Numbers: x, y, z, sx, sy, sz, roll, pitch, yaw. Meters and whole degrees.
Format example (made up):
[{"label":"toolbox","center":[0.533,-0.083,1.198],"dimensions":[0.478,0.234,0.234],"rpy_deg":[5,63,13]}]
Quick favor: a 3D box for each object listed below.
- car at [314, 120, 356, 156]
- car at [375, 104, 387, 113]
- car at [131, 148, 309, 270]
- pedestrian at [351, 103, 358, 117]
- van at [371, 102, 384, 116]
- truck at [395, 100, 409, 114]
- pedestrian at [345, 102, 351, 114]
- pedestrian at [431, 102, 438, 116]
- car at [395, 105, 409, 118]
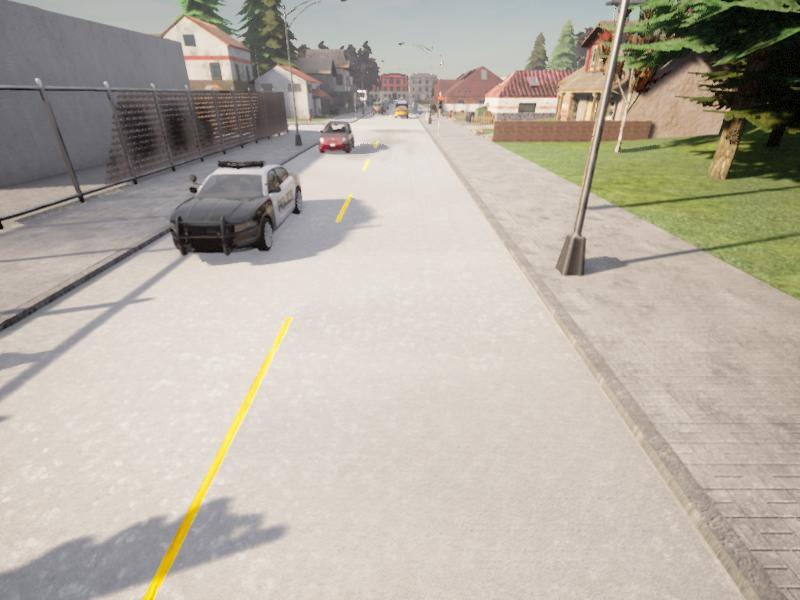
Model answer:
[{"label":"car","center":[-3.713,-9.640,23.644],"dimensions":[1.851,1.617,3.988],"rpy_deg":[0,27,-1]},{"label":"car","center":[-3.521,-35.619,74.332],"dimensions":[2.007,1.525,4.514],"rpy_deg":[0,27,-1]},{"label":"car","center":[-3.769,-2.515,9.728],"dimensions":[1.930,1.638,5.238],"rpy_deg":[0,27,0]},{"label":"pedestrian","center":[-6.683,-27.936,58.726],"dimensions":[0.751,1.860,0.751],"rpy_deg":[3,27,7]},{"label":"van","center":[-3.566,-30.811,64.465],"dimensions":[1.775,1.987,4.442],"rpy_deg":[0,27,-1]},{"label":"truck","center":[0.425,-35.078,72.648],"dimensions":[2.390,2.098,6.274],"rpy_deg":[1,27,1]},{"label":"pedestrian","center":[-8.695,-32.024,66.691],"dimensions":[0.751,1.860,0.751],"rpy_deg":[-2,27,-4]},{"label":"pedestrian","center":[5.141,-28.482,59.773],"dimensions":[0.751,1.860,0.751],"rpy_deg":[-3,27,-5]},{"label":"car","center":[0.337,-28.049,59.570],"dimensions":[1.882,1.535,5.008],"rpy_deg":[1,27,2]}]
